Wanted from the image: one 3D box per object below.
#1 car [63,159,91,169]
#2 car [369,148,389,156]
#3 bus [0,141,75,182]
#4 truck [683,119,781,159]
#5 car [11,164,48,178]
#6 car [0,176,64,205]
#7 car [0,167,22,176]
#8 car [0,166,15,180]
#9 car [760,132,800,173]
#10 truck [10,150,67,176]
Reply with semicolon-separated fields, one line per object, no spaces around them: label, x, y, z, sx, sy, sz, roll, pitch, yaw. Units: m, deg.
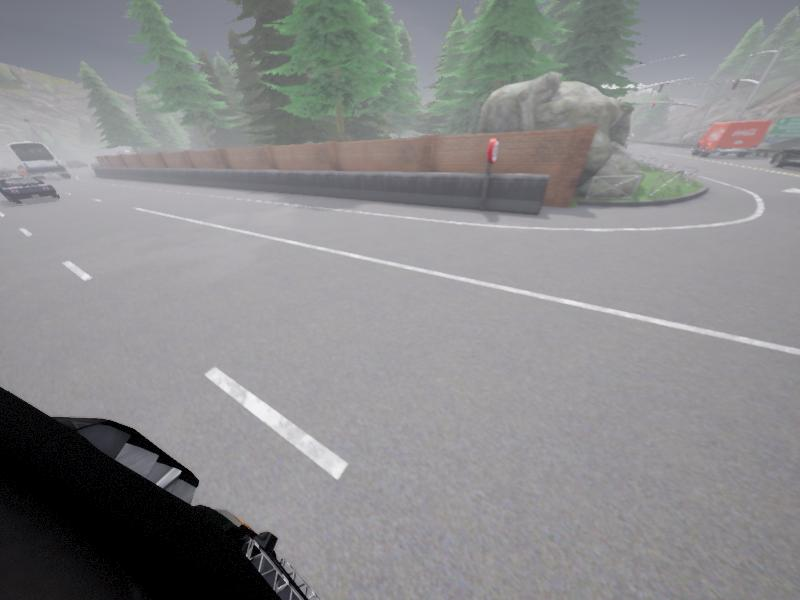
car;-88.716;-37.343;63.540;2.150;2.045;5.566;-19;37;-23
car;-5.076;-35.951;56.190;4.674;1.442;1.812;23;42;33
bus;-51.751;-20.009;33.319;10.273;4.253;3.944;23;43;33
truck;27.713;-13.688;19.730;2.627;2.467;5.204;17;39;26
car;-62.248;-21.807;38.908;2.097;1.767;4.553;-30;43;-35
car;-25.174;-7.462;15.524;4.718;1.301;1.895;16;38;26
car;-78.842;-25.683;46.227;1.895;1.301;4.718;-25;40;-29
car;-64.254;-20.049;36.564;2.033;1.649;4.856;-30;43;-35
car;21.569;-7.339;11.480;2.033;1.649;4.856;17;39;26
truck;-68.840;-26.398;44.339;2.891;3.827;8.468;-27;41;-32
